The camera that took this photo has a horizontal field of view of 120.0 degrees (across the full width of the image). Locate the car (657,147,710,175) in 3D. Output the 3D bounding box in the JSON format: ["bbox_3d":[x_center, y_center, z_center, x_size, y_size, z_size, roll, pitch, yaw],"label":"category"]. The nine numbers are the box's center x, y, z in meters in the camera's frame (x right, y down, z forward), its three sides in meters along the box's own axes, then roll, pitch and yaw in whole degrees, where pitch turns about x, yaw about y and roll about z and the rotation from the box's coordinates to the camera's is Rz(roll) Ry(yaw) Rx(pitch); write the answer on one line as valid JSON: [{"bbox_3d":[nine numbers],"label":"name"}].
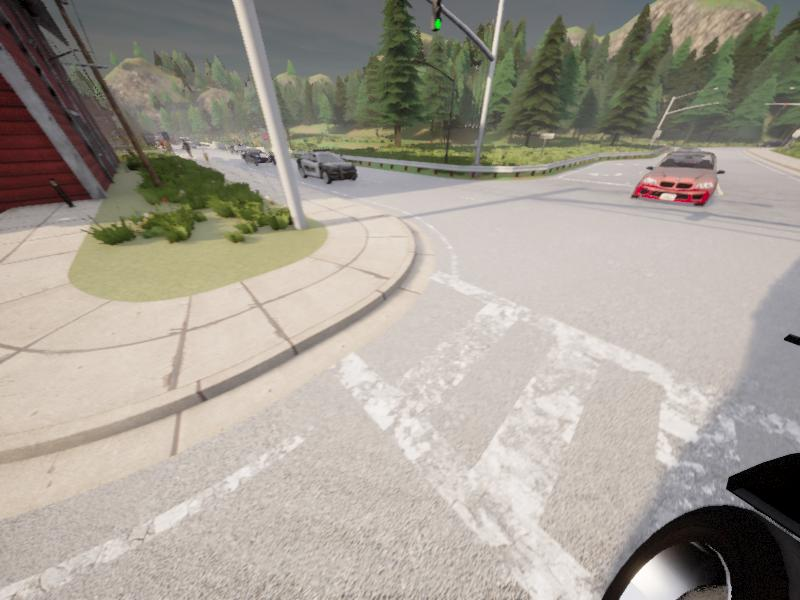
[{"bbox_3d":[20.617,-10.213,16.843,4.193,1.474,1.816,-30,45,-35],"label":"car"}]

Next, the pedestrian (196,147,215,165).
[{"bbox_3d":[-17.237,-12.777,20.516,0.751,1.300,0.751,-28,44,-34],"label":"pedestrian"}]

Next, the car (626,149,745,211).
[{"bbox_3d":[11.818,-5.270,9.787,4.611,1.667,2.242,-30,45,-35],"label":"car"}]

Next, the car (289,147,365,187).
[{"bbox_3d":[-4.596,-8.319,14.207,1.930,1.638,5.238,-29,44,-34],"label":"car"}]

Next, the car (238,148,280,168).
[{"bbox_3d":[-13.414,-13.571,21.920,1.895,1.301,4.718,-29,44,-34],"label":"car"}]

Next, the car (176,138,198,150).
[{"bbox_3d":[-45.868,-33.714,49.720,2.150,2.045,5.566,-29,44,-34],"label":"car"}]

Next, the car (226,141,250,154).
[{"bbox_3d":[-25.806,-24.231,36.680,1.851,1.617,3.988,-29,44,-34],"label":"car"}]

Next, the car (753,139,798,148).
[{"bbox_3d":[75.605,-31.573,46.595,4.674,1.442,1.812,6,36,8],"label":"car"}]

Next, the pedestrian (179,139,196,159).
[{"bbox_3d":[-24.060,-17.126,26.173,0.751,1.860,0.751,-28,44,-33],"label":"pedestrian"}]

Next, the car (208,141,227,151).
[{"bbox_3d":[-36.011,-30.398,45.530,1.812,1.442,4.674,-29,45,-34],"label":"car"}]
